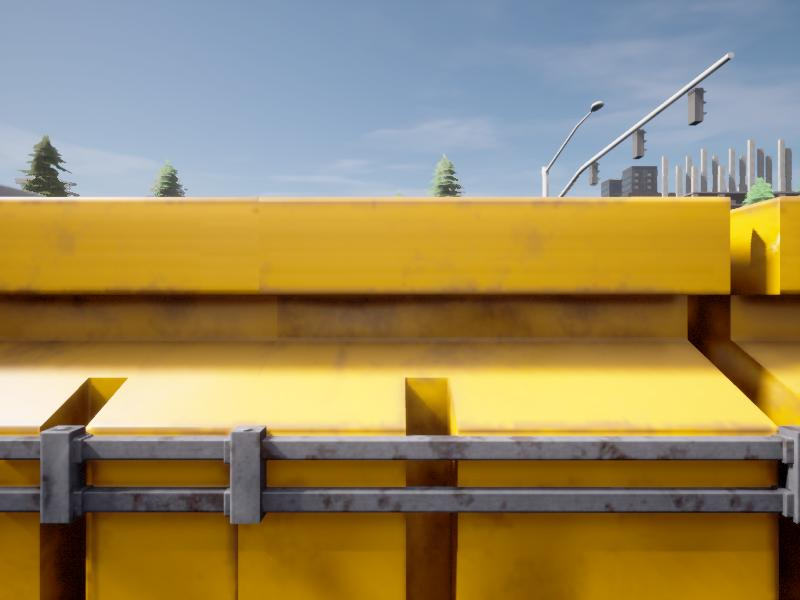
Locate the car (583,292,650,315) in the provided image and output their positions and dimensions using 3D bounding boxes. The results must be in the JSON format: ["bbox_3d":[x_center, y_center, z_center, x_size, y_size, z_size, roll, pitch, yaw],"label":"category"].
[{"bbox_3d":[14.937,0.233,27.992,2.128,1.511,4.902,0,0,2],"label":"car"}]

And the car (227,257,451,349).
[{"bbox_3d":[-1.259,0.055,9.199,4.605,1.855,1.932,1,0,0],"label":"car"}]

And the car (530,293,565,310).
[{"bbox_3d":[15.376,0.168,41.947,1.930,1.638,5.238,0,0,2],"label":"car"}]

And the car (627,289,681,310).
[{"bbox_3d":[25.854,-0.037,41.036,2.150,2.045,5.566,0,0,2],"label":"car"}]

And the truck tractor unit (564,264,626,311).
[{"bbox_3d":[18.799,-1.118,39.152,3.053,4.208,6.516,0,0,2],"label":"truck tractor unit"}]

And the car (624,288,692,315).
[{"bbox_3d":[18.474,0.091,28.975,2.097,1.767,4.553,0,0,2],"label":"car"}]

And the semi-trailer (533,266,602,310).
[{"bbox_3d":[19.115,-1.221,47.058,2.717,4.402,14.254,0,0,2],"label":"semi-trailer"}]

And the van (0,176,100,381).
[{"bbox_3d":[-7.978,-0.276,5.706,5.915,2.561,1.988,0,0,0],"label":"van"}]
